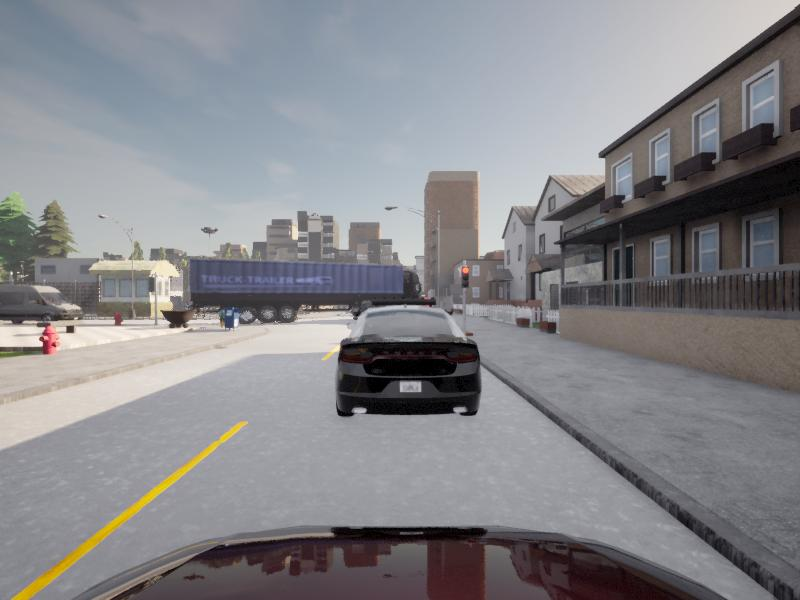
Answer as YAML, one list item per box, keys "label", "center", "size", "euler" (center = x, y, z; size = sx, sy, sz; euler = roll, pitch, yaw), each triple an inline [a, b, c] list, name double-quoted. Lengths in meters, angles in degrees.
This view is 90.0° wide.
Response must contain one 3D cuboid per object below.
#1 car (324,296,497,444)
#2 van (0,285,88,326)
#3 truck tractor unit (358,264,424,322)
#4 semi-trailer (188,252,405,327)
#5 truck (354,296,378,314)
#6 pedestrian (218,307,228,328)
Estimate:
- label: "car"
  center: [0.062, 0.771, 7.066]
  size: [1.930, 1.638, 5.238]
  euler: [0, 0, -1]
- label: "van"
  center: [-24.059, 0.322, 26.099]
  size: [5.915, 2.561, 1.988]
  euler: [0, 0, 1]
- label: "truck tractor unit"
  center: [-0.545, -0.523, 32.272]
  size: [3.053, 4.208, 6.516]
  euler: [0, 0, 21]
- label: "semi-trailer"
  center: [-6.690, -0.628, 27.964]
  size: [14.254, 4.402, 2.717]
  euler: [0, 1, -25]
- label: "truck"
  center: [-4.111, 0.542, 49.206]
  size: [2.390, 2.098, 6.274]
  euler: [0, 0, 0]
- label: "pedestrian"
  center: [-9.433, 0.904, 21.290]
  size: [0.500, 1.100, 0.500]
  euler: [0, 0, -26]
